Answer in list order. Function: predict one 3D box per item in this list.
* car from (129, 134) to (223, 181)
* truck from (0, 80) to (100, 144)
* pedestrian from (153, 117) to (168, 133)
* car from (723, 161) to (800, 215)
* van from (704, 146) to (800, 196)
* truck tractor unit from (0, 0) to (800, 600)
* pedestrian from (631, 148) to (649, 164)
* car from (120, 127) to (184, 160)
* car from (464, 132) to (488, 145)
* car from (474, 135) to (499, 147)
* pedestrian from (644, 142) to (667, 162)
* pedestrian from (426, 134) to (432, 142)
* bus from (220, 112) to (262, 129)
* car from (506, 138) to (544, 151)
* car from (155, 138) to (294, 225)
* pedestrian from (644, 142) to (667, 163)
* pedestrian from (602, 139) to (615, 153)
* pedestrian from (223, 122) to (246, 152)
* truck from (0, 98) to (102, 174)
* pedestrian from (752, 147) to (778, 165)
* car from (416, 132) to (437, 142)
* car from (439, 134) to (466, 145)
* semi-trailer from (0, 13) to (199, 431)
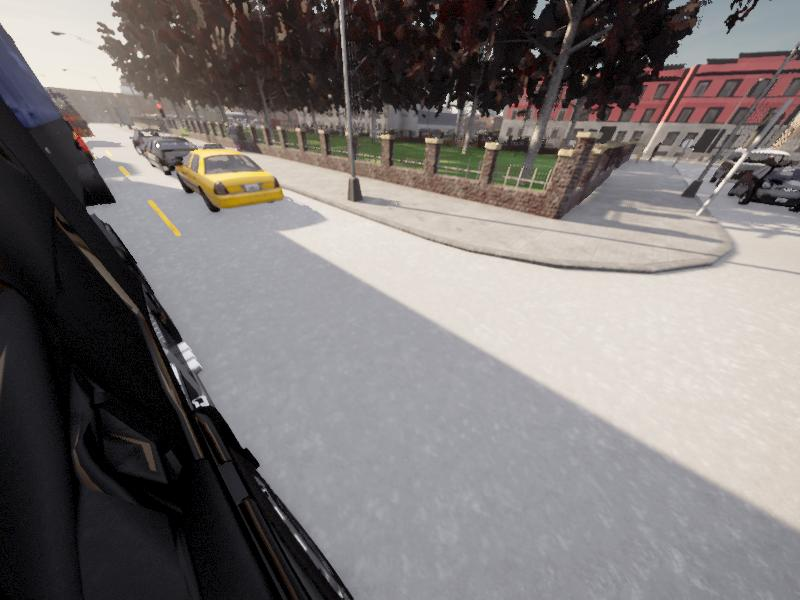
[{"bbox_3d":[-11.128,-7.207,11.411,5.357,1.411,2.033,29,44,31],"label":"car"},{"bbox_3d":[-31.472,-14.736,18.133,8.468,3.827,2.891,-17,41,-25],"label":"truck"},{"bbox_3d":[-35.170,-25.644,33.912,0.751,1.860,0.751,30,45,31],"label":"pedestrian"},{"bbox_3d":[16.588,-5.048,10.207,1.845,1.501,3.633,30,45,31],"label":"car"},{"bbox_3d":[20.777,-7.870,13.827,2.069,2.038,4.480,30,45,32],"label":"van"},{"bbox_3d":[-2.645,-0.295,0.352,6.516,4.208,3.053,28,44,30],"label":"truck tractor unit"},{"bbox_3d":[24.673,-14.808,23.767,0.751,1.300,0.751,30,45,31],"label":"pedestrian"},{"bbox_3d":[-16.011,-10.166,14.939,3.633,1.501,1.845,29,44,30],"label":"car"},{"bbox_3d":[15.073,-32.170,46.090,3.866,1.878,1.905,30,45,31],"label":"car"},{"bbox_3d":[15.510,-28.543,41.549,3.705,1.549,1.789,30,45,32],"label":"car"},{"bbox_3d":[28.857,-16.726,26.136,0.751,1.860,0.751,-14,40,-21],"label":"pedestrian"},{"bbox_3d":[5.401,-30.472,43.471,0.751,1.300,0.751,30,45,31],"label":"pedestrian"},{"bbox_3d":[-53.551,-60.791,78.316,3.944,4.253,10.273,30,45,31],"label":"bus"},{"bbox_3d":[20.485,-25.652,38.054,4.892,1.490,1.837,29,44,31],"label":"car"},{"bbox_3d":[-5.772,-4.095,7.439,5.366,1.575,1.801,30,45,32],"label":"car"},{"bbox_3d":[28.432,-16.464,25.759,0.751,1.860,0.751,-17,41,-24],"label":"pedestrian"},{"bbox_3d":[34.374,-25.414,38.116,0.751,1.860,0.751,22,41,24],"label":"pedestrian"},{"bbox_3d":[-13.097,-12.920,18.322,0.751,1.860,0.751,30,44,31],"label":"pedestrian"},{"bbox_3d":[-17.145,-7.840,10.978,5.204,2.467,2.627,30,44,32],"label":"truck"},{"bbox_3d":[45.873,-18.095,29.071,0.751,1.860,0.751,27,43,28],"label":"pedestrian"},{"bbox_3d":[5.589,-34.222,48.568,3.806,1.475,1.970,30,45,32],"label":"car"},{"bbox_3d":[10.192,-31.593,45.308,4.514,1.525,2.007,30,45,31],"label":"car"},{"bbox_3d":[-8.560,-3.698,4.355,14.254,4.402,2.717,30,44,31],"label":"semi-trailer"}]
